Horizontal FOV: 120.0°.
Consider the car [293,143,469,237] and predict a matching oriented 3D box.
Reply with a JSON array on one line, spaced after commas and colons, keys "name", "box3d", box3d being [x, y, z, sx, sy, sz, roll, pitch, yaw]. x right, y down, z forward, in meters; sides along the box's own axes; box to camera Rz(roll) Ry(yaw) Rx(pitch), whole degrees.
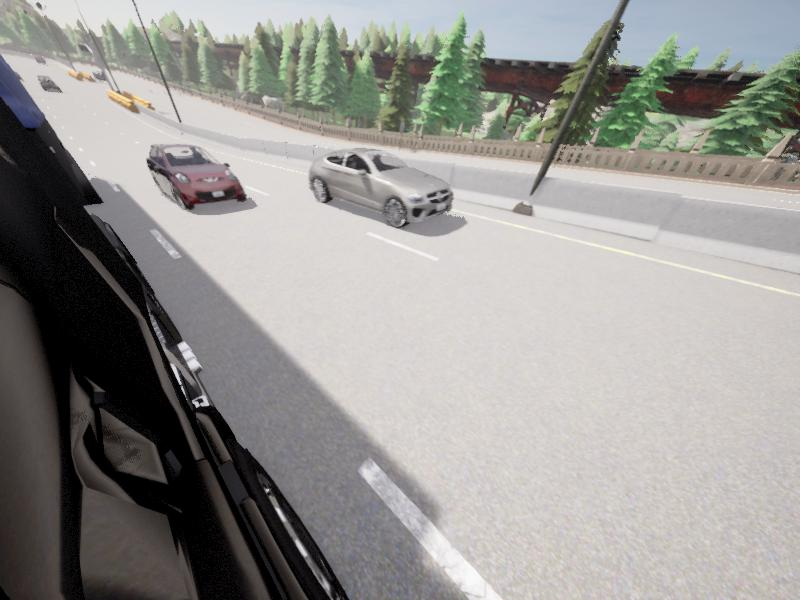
[{"name": "car", "box3d": [-0.813, -3.733, 7.227, 5.027, 1.651, 2.152, 28, 44, 30]}]

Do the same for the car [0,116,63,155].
[{"name": "car", "box3d": [-23.620, -10.533, 14.670, 5.366, 1.575, 1.801, 29, 44, 29]}]

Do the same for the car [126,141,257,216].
[{"name": "car", "box3d": [-6.579, -4.028, 7.326, 3.633, 1.501, 1.845, 28, 43, 30]}]

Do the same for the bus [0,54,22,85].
[{"name": "bus", "box3d": [-68.556, -36.560, 35.176, 3.944, 4.253, 10.273, 29, 45, 21]}]

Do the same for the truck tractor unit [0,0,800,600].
[{"name": "truck tractor unit", "box3d": [-2.645, -0.295, 0.352, 6.516, 4.208, 3.053, 28, 44, 30]}]

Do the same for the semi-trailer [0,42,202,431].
[{"name": "semi-trailer", "box3d": [-8.696, -3.610, 4.223, 14.254, 4.402, 2.717, 28, 44, 30]}]

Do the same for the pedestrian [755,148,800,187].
[{"name": "pedestrian", "box3d": [23.100, -7.954, 13.921, 0.751, 1.860, 0.751, 34, 46, 25]}]
